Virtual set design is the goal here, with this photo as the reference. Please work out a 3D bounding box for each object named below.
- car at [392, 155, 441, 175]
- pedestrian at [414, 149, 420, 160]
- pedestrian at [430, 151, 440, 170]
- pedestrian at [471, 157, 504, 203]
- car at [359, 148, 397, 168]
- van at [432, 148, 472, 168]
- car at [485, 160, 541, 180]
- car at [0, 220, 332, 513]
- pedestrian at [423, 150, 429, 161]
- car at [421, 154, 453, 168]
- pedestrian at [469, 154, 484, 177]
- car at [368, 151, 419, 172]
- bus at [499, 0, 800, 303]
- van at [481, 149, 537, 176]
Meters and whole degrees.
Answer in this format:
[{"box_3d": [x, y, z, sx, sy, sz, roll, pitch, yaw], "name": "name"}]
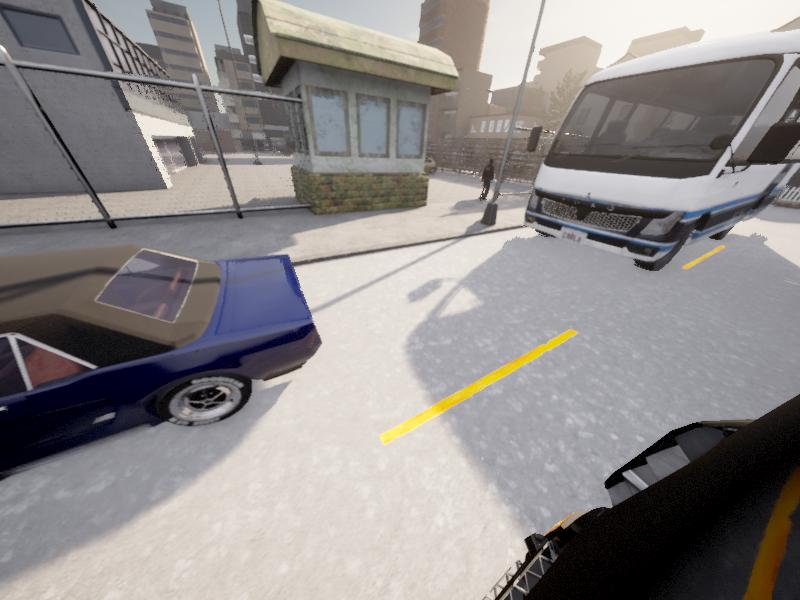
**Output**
[{"box_3d": [1.558, -12.876, 22.096, 4.193, 1.474, 1.816, -16, 38, -26], "name": "car"}, {"box_3d": [3.651, -31.477, 49.993, 0.751, 1.860, 0.751, -14, 37, -24], "name": "pedestrian"}, {"box_3d": [4.179, -16.759, 27.778, 0.751, 1.860, 0.751, -8, 35, -16], "name": "pedestrian"}, {"box_3d": [4.200, -5.793, 11.186, 0.751, 1.860, 0.751, -20, 40, -31], "name": "pedestrian"}, {"box_3d": [-2.589, -16.604, 27.081, 3.866, 1.878, 1.905, -16, 38, -26], "name": "car"}, {"box_3d": [8.143, -22.839, 37.025, 2.351, 2.431, 6.366, -17, 38, -27], "name": "van"}, {"box_3d": [12.003, -14.080, 24.918, 2.128, 1.511, 4.902, -15, 38, -26], "name": "car"}, {"box_3d": [-3.235, 0.458, 1.857, 4.718, 1.301, 1.895, -15, 37, -25], "name": "car"}, {"box_3d": [5.405, -29.875, 47.714, 0.751, 1.860, 0.751, 26, 40, 30], "name": "pedestrian"}, {"box_3d": [5.375, -20.688, 34.360, 2.038, 1.542, 4.974, -15, 37, -25], "name": "car"}, {"box_3d": [7.400, -13.015, 22.379, 0.751, 1.860, 0.751, -10, 36, -19], "name": "pedestrian"}, {"box_3d": [-0.664, -14.326, 23.984, 4.611, 1.667, 2.242, -16, 38, -26], "name": "car"}, {"box_3d": [8.635, -3.994, 6.871, 10.273, 4.253, 3.944, -16, 38, -25], "name": "bus"}, {"box_3d": [13.539, -17.514, 29.312, 1.988, 2.561, 5.915, -17, 39, -27], "name": "van"}]
